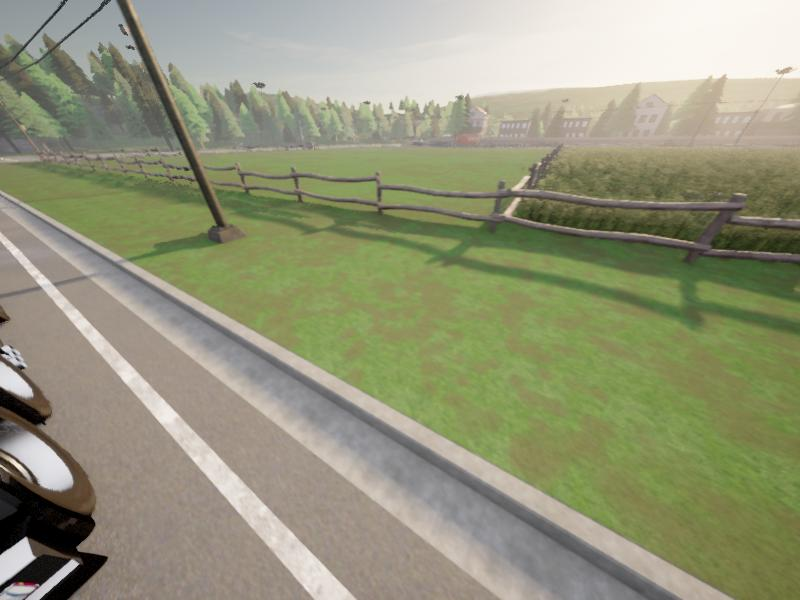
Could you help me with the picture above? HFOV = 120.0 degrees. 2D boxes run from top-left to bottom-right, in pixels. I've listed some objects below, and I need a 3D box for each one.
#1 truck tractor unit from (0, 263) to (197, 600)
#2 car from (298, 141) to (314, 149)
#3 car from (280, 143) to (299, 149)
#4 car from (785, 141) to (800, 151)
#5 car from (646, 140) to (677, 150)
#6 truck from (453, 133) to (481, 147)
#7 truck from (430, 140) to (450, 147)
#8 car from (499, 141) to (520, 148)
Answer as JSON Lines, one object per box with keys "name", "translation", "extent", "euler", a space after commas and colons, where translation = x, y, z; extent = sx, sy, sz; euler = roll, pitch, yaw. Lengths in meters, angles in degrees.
{"name": "truck tractor unit", "translation": [-5.112, -0.301, 0.783], "extent": [6.516, 4.208, 3.053], "euler": [18, 39, 24]}
{"name": "car", "translation": [-28.232, -46.414, 69.296], "extent": [1.905, 1.878, 3.866], "euler": [18, 39, 25]}
{"name": "car", "translation": [-34.369, -48.140, 72.201], "extent": [2.128, 1.511, 4.902], "euler": [18, 39, 25]}
{"name": "car", "translation": [80.999, -30.180, 45.328], "extent": [5.366, 1.575, 1.801], "euler": [18, 39, 25]}
{"name": "car", "translation": [59.208, -35.172, 52.399], "extent": [3.866, 1.878, 1.905], "euler": [18, 39, 25]}
{"name": "truck", "translation": [22.944, -54.855, 79.272], "extent": [8.468, 3.827, 2.891], "euler": [18, 39, 25]}
{"name": "truck", "translation": [13.932, -54.795, 80.775], "extent": [6.274, 2.098, 2.390], "euler": [18, 39, 25]}
{"name": "car", "translation": [32.512, -46.177, 68.639], "extent": [5.238, 1.638, 1.930], "euler": [18, 39, 25]}
